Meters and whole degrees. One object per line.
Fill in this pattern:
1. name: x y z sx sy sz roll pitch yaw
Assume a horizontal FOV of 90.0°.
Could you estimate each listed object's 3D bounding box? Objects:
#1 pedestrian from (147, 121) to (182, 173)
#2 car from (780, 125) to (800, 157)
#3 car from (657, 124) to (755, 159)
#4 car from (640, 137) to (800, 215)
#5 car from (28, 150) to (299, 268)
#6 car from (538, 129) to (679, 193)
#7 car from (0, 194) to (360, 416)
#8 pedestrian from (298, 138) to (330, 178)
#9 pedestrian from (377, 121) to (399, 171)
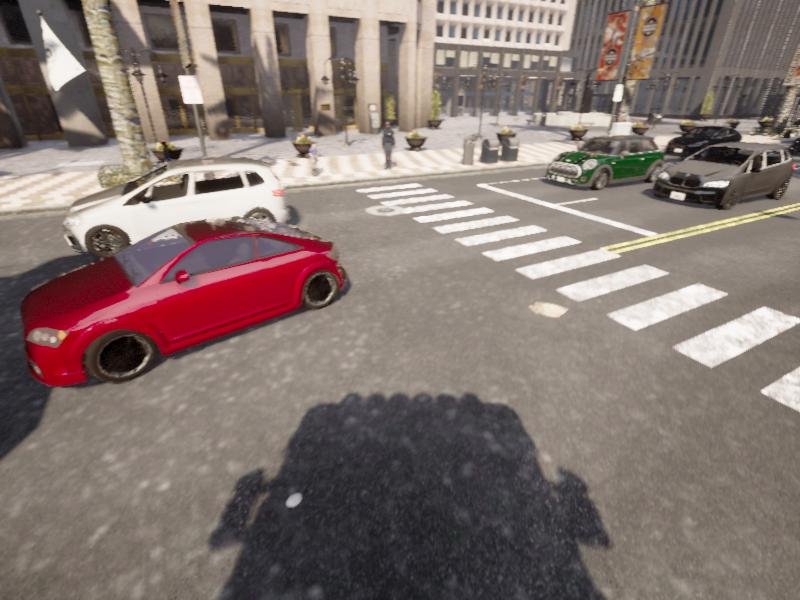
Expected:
1. pedestrian: -9.374 -6.096 15.944 0.751 1.860 0.751 -15 31 -26
2. car: 24.453 -9.092 22.802 4.974 1.542 2.038 -13 30 -24
3. car: 17.372 -9.068 22.748 4.792 1.488 2.163 -13 30 -25
4. car: 10.458 -4.103 12.831 4.611 1.667 2.242 -14 30 -24
5. car: -4.993 -2.311 9.226 4.611 1.667 2.242 -13 30 -24
6. car: 7.806 -5.339 15.084 4.553 1.767 2.097 -13 30 -24
7. car: -2.885 -0.363 5.795 4.181 1.385 1.994 -22 34 -36
8. pedestrian: -3.297 -5.467 15.387 0.751 1.300 0.751 19 33 32
9. pedestrian: -0.481 -6.358 16.529 0.751 1.860 0.751 6 28 11
